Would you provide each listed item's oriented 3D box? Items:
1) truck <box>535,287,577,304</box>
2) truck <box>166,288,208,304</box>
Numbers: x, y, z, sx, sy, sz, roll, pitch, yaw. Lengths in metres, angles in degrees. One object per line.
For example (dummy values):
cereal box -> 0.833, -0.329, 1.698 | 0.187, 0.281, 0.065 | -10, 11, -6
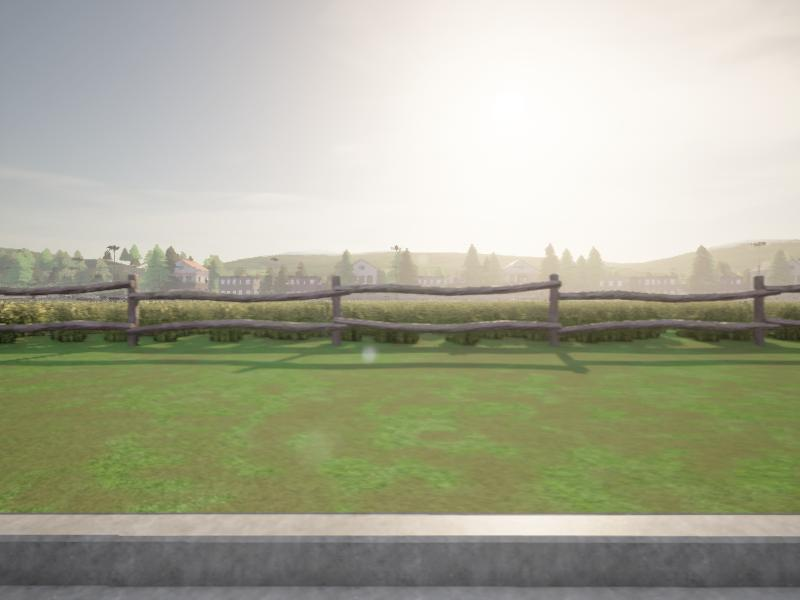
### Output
truck -> 35.669, -0.927, 91.475 | 8.468, 3.827, 2.891 | 0, 0, 0
truck -> -50.849, -0.918, 95.609 | 8.468, 3.827, 2.891 | 0, 0, 0
